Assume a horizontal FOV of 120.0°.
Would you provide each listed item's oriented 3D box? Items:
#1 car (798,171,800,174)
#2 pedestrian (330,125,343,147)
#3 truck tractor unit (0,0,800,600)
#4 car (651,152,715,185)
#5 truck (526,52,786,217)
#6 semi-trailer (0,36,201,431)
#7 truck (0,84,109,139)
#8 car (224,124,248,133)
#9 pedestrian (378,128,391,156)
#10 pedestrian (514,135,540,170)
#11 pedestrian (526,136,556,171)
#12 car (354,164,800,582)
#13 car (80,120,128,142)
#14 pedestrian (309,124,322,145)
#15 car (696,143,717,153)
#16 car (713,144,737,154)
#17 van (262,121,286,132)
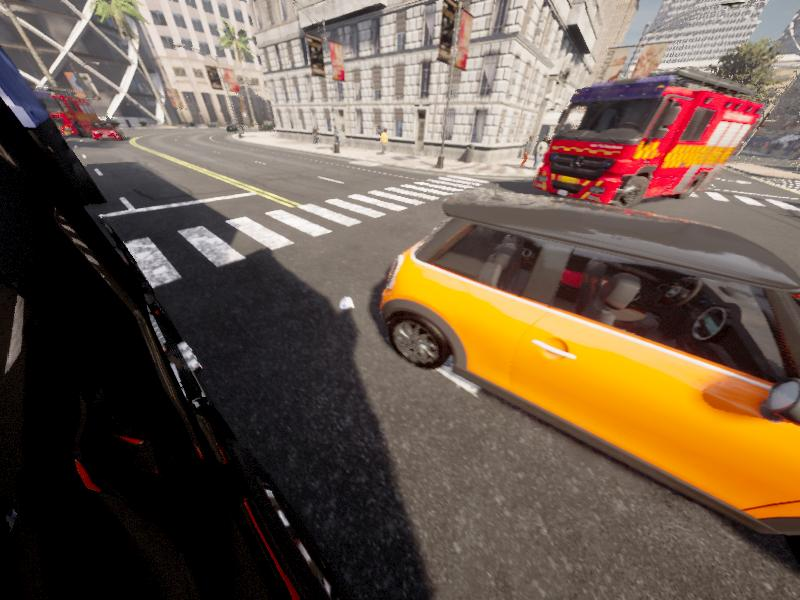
[{"bbox_3d":[37.662,-11.418,19.865,2.007,1.525,4.514,28,44,29],"label":"car"},{"bbox_3d":[-6.618,-17.150,24.196,0.751,1.860,0.751,29,44,30],"label":"pedestrian"},{"bbox_3d":[-2.645,-0.295,0.351,6.516,4.208,3.053,28,44,30],"label":"truck tractor unit"},{"bbox_3d":[18.636,-8.894,15.471,1.994,1.385,4.181,29,44,30],"label":"car"},{"bbox_3d":[9.825,-6.095,9.163,8.468,3.827,2.891,-15,41,-22],"label":"truck"},{"bbox_3d":[-8.661,-3.633,4.261,14.254,4.402,2.717,29,44,30],"label":"semi-trailer"},{"bbox_3d":[-35.073,-19.340,24.020,2.891,3.827,8.468,-18,42,-25],"label":"truck"},{"bbox_3d":[-32.650,-34.321,46.135,1.994,1.385,4.181,1,37,-1],"label":"car"},{"bbox_3d":[-1.265,-12.818,18.764,0.751,1.860,0.751,22,41,24],"label":"pedestrian"},{"bbox_3d":[8.371,-9.731,15.251,0.751,1.860,0.751,32,46,33],"label":"pedestrian"},{"bbox_3d":[9.035,-9.407,14.860,0.751,1.860,0.751,-7,38,-13],"label":"pedestrian"},{"bbox_3d":[2.081,0.108,2.127,4.553,1.767,2.097,23,41,25],"label":"car"},{"bbox_3d":[-28.577,-16.436,22.469,2.007,1.525,4.514,-25,45,-32],"label":"car"},{"bbox_3d":[-9.363,-18.321,25.585,0.751,1.860,0.751,-26,46,-33],"label":"pedestrian"},{"bbox_3d":[73.100,-36.358,55.176,1.801,1.575,5.366,28,44,29],"label":"car"},{"bbox_3d":[77.360,-35.966,55.083,2.152,1.651,5.027,28,44,29],"label":"car"},{"bbox_3d":[-30.027,-41.449,55.261,1.775,1.987,4.442,19,40,21],"label":"van"}]
